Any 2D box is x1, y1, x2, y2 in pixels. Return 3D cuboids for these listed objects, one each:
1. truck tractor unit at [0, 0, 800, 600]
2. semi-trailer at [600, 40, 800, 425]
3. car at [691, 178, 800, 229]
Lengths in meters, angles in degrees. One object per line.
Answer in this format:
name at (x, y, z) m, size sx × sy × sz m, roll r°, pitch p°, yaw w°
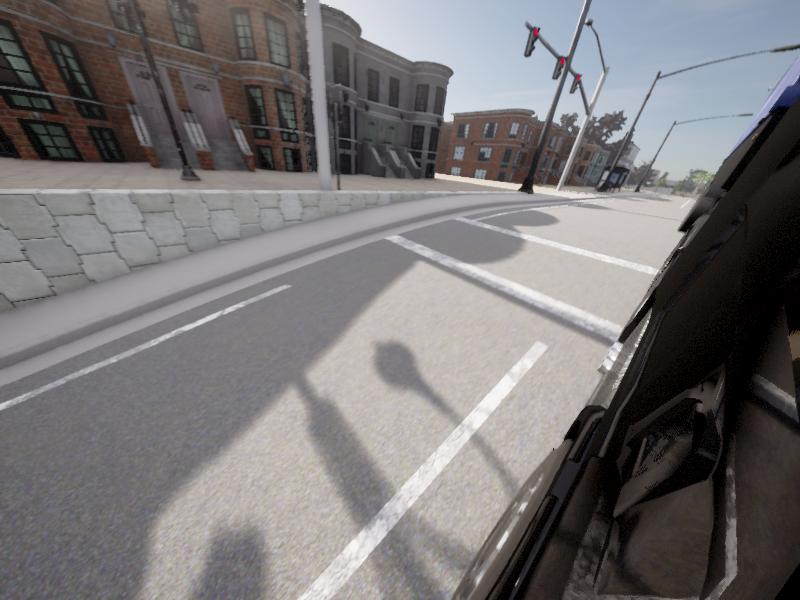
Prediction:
truck tractor unit at (2.645, -0.295, 0.351) m, size 6.516 × 4.208 × 3.053 m, roll -28°, pitch 44°, yaw -30°
semi-trailer at (8.797, -3.076, 4.698) m, size 14.254 × 4.402 × 2.717 m, roll -22°, pitch 41°, yaw -34°
car at (16.819, -4.922, 11.600) m, size 4.553 × 1.767 × 2.097 m, roll -20°, pitch 39°, yaw -36°
